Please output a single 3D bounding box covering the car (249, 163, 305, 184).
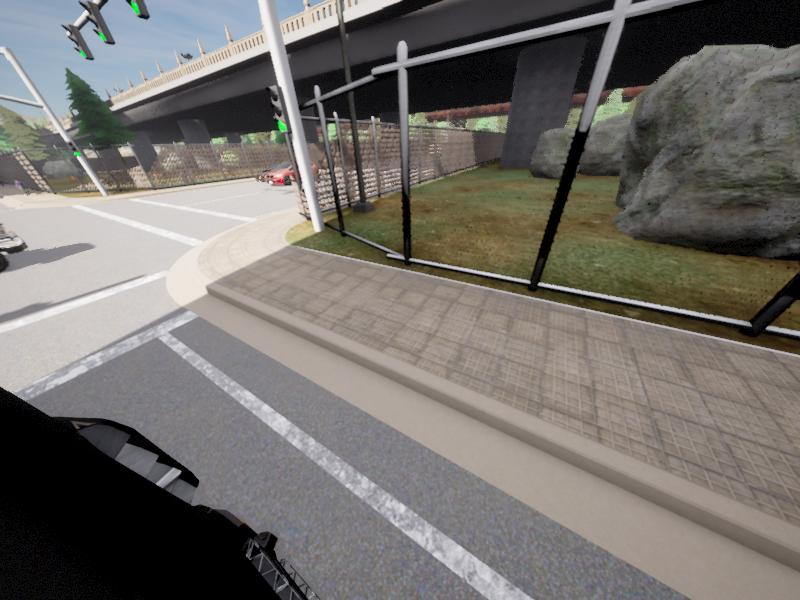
[{"bbox_3d":[-11.627,-12.191,22.121,1.994,1.385,4.181,16,38,26],"label":"car"}]

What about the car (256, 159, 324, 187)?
[{"bbox_3d":[-9.176,-10.917,19.733,2.242,1.667,4.611,16,38,26],"label":"car"}]

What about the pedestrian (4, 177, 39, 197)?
[{"bbox_3d":[-29.735,-8.856,18.169,0.751,1.300,0.751,8,35,16],"label":"pedestrian"}]

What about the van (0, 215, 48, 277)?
[{"bbox_3d":[-12.061,-0.657,3.748,2.351,2.431,6.366,16,38,26],"label":"van"}]
